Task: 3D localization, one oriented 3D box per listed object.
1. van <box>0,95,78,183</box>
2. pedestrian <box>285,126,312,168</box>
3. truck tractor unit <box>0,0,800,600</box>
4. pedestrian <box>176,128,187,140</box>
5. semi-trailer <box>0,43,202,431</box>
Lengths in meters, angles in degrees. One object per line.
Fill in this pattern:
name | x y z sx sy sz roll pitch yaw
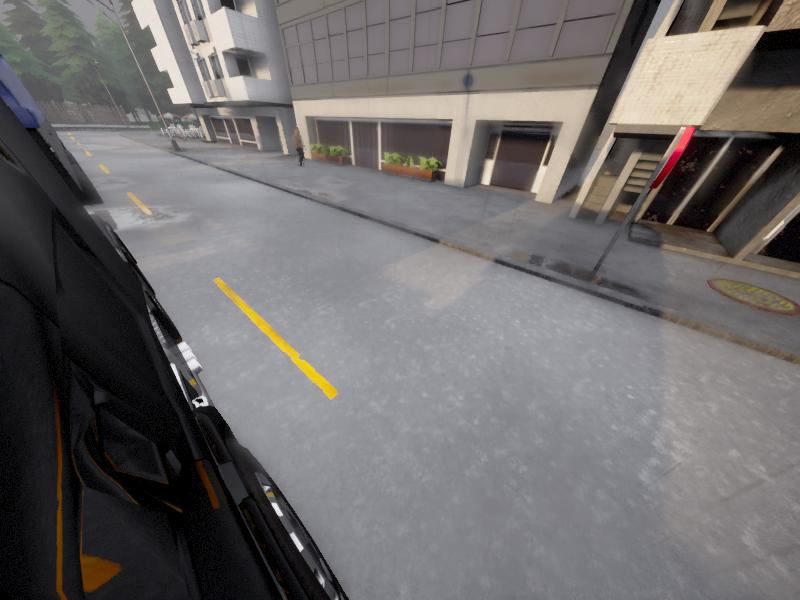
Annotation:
van | -16.355 -6.923 9.755 5.915 2.561 1.988 28 43 30
pedestrian | -5.547 -8.399 12.750 0.751 1.860 0.751 31 45 33
truck tractor unit | -2.645 -0.295 0.352 6.516 4.208 3.053 28 44 30
pedestrian | -24.795 -18.862 26.202 0.500 1.100 0.500 30 45 31
semi-trailer | -8.692 -3.610 4.232 14.254 4.402 2.717 28 44 30
